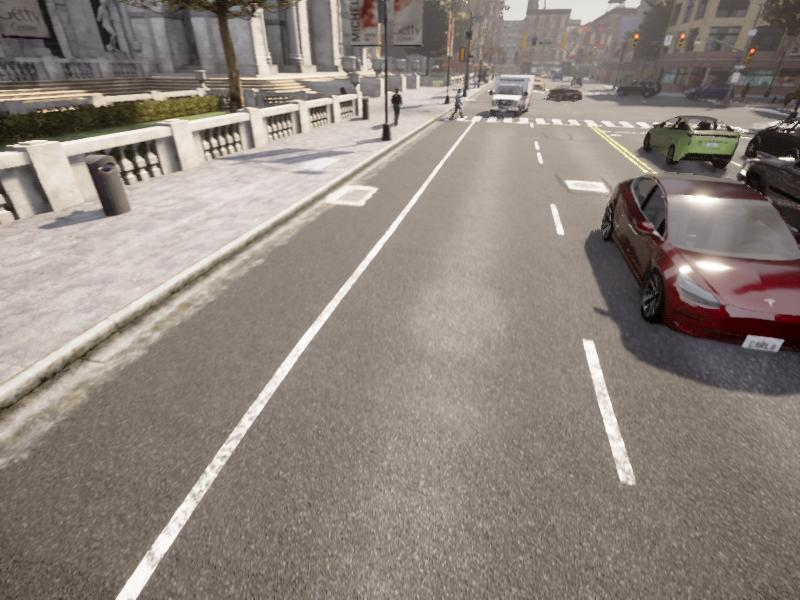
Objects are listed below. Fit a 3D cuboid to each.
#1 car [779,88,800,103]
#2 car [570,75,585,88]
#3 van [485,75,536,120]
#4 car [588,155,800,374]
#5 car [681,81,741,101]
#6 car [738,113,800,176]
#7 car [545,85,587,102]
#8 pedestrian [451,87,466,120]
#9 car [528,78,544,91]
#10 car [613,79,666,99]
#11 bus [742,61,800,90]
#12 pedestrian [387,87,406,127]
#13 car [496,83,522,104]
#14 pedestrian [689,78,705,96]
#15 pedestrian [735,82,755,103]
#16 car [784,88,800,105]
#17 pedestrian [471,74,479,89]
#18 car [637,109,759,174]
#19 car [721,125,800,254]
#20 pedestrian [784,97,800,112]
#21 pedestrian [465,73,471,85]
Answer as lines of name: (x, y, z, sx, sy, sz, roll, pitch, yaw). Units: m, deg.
car: (43.112, -21.254, 41.666, 4.718, 1.301, 1.895, 8, 31, 12)
car: (30.903, -38.152, 69.692, 1.932, 1.855, 4.605, 12, 32, 19)
van: (8.093, -14.778, 28.922, 2.351, 2.431, 6.366, 12, 32, 19)
car: (4.698, -1.025, 6.353, 2.163, 1.488, 4.792, 7, 31, 12)
car: (33.903, -22.884, 43.797, 4.553, 1.767, 2.097, 10, 32, 15)
car: (14.193, -5.557, 14.166, 1.789, 1.549, 3.705, 8, 31, 12)
car: (17.075, -21.368, 41.351, 1.994, 1.385, 4.181, -5, 31, -9)
pedestrian: (3.722, -12.511, 25.494, 0.751, 1.860, 0.751, 7, 31, 10)
car: (20.597, -32.721, 60.599, 1.882, 1.535, 5.008, 8, 31, 12)
car: (28.091, -24.893, 47.041, 1.932, 1.855, 4.605, -26, 40, -38)
bus: (67.332, -39.156, 69.667, 10.273, 4.253, 3.944, 8, 31, 12)
pedestrian: (-0.182, -10.344, 21.434, 0.751, 1.860, 0.751, 10, 32, 16)
car: (10.865, -20.562, 39.734, 2.128, 1.511, 4.902, 8, 31, 12)
pedestrian: (35.741, -25.648, 48.125, 0.751, 1.860, 0.751, -2, 30, -4)
pedestrian: (34.636, -20.817, 40.173, 0.751, 1.860, 0.751, 10, 32, 15)
car: (40.999, -19.773, 38.959, 4.674, 1.442, 1.812, 8, 31, 12)
pedestrian: (10.870, -31.513, 57.709, 0.751, 1.860, 0.751, -6, 31, -11)
car: (10.831, -6.087, 15.041, 2.007, 1.525, 4.514, 8, 31, 12)
car: (8.810, -2.101, 7.867, 1.932, 1.855, 4.605, 7, 31, 11)
pedestrian: (31.793, -15.834, 32.381, 0.500, 1.100, 0.500, 11, 32, 16)
pedestrian: (11.721, -37.936, 68.672, 0.751, 1.860, 0.751, 12, 32, 18)
